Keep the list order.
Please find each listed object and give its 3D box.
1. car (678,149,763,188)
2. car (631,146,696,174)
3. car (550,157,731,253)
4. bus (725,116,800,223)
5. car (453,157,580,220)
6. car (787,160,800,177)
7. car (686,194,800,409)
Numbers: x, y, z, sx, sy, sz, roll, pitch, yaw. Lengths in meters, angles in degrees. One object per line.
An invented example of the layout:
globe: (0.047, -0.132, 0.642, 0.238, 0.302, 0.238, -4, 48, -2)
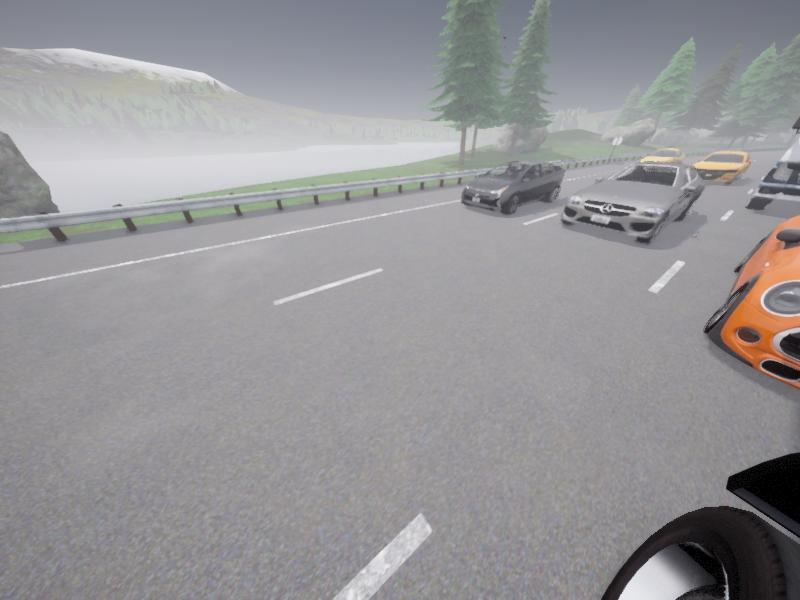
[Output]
car: (18.778, -7.806, 13.515, 5.008, 1.535, 1.882, -22, 40, -28)
car: (20.502, -10.972, 17.957, 5.366, 1.575, 1.801, -22, 40, -27)
car: (7.177, -3.141, 6.908, 5.027, 1.651, 2.152, -22, 41, -28)
bus: (16.776, -5.570, 8.008, 10.273, 4.253, 3.944, -22, 40, -28)
car: (4.482, -4.468, 8.894, 4.514, 1.525, 2.007, -22, 41, -28)
car: (28.771, -9.258, 15.385, 4.611, 1.667, 2.242, -20, 40, -25)
car: (6.016, -0.275, 2.718, 4.553, 1.767, 2.097, -22, 41, -28)
